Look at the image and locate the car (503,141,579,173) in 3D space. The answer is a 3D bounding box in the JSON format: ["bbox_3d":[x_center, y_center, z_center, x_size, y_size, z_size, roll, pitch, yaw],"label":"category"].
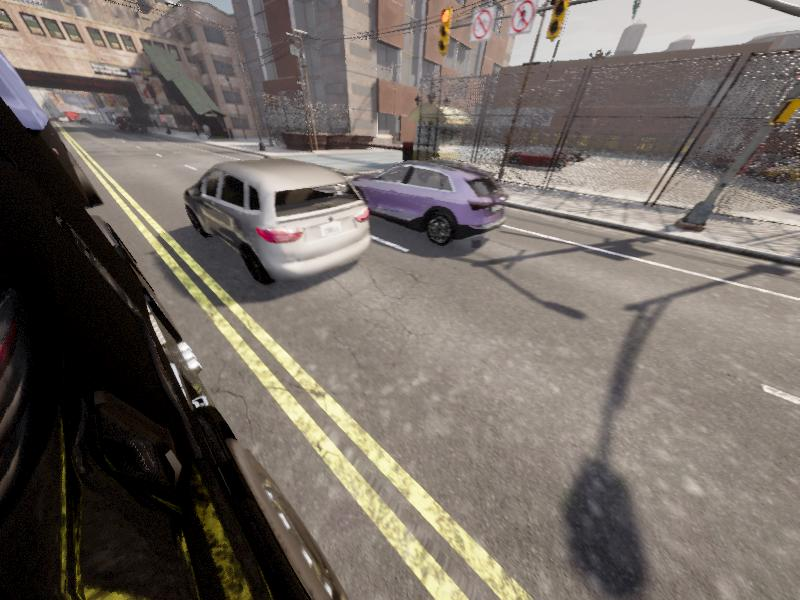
[{"bbox_3d":[11.308,-11.670,18.735,4.553,1.767,2.185,28,43,30],"label":"car"}]

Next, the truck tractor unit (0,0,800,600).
[{"bbox_3d":[-2.645,-0.295,0.351,6.516,4.208,3.053,28,44,30],"label":"truck tractor unit"}]

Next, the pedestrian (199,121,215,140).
[{"bbox_3d":[-23.673,-20.764,28.382,0.751,1.860,0.751,29,44,31],"label":"pedestrian"}]

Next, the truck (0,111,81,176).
[{"bbox_3d":[-17.971,-7.561,10.929,6.274,2.098,2.390,28,43,30],"label":"truck"}]

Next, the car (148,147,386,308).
[{"bbox_3d":[-2.752,-1.984,4.808,4.611,1.667,2.242,28,43,30],"label":"car"}]

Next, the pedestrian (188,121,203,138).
[{"bbox_3d":[-27.204,-22.712,30.777,0.751,1.860,0.751,26,42,28],"label":"pedestrian"}]

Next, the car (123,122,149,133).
[{"bbox_3d":[-45.439,-29.716,39.751,4.718,1.301,1.895,28,43,30],"label":"car"}]

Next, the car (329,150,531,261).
[{"bbox_3d":[0.481,-2.943,6.382,4.856,1.649,2.033,29,43,30],"label":"car"}]

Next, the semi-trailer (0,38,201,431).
[{"bbox_3d":[-8.689,-3.601,4.253,14.254,4.402,2.717,28,43,30],"label":"semi-trailer"}]

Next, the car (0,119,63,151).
[{"bbox_3d":[-26.678,-11.994,16.718,5.238,1.638,1.930,28,43,30],"label":"car"}]
